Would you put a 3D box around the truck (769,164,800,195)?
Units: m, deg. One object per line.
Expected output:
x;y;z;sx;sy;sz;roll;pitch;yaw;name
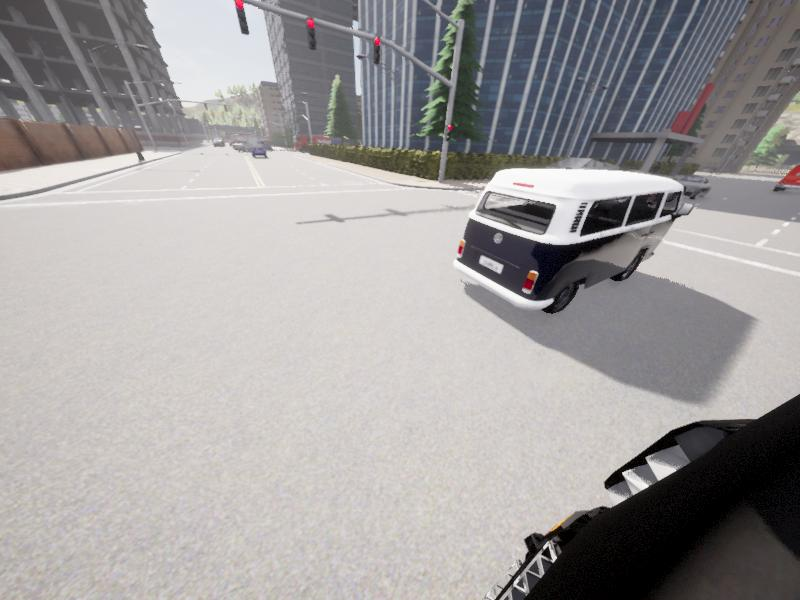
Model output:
41.128;-12.226;23.422;5.204;2.467;2.627;-16;38;-26;truck

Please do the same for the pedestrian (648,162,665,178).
35.605;-18.110;32.083;0.751;1.860;0.751;-16;38;-27;pedestrian

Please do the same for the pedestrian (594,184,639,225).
8.479;-3.763;9.075;0.751;1.300;0.751;-27;44;-37;pedestrian

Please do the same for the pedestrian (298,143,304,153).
-22.105;-33.811;51.480;0.751;1.860;0.751;27;40;31;pedestrian

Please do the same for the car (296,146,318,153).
-23.657;-38.390;58.801;4.718;1.301;1.895;-16;38;-27;car

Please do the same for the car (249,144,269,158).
-20.662;-21.727;33.728;2.007;1.525;4.514;-15;37;-25;car

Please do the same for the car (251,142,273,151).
-32.333;-35.923;54.182;3.988;1.617;1.851;-17;38;-27;car

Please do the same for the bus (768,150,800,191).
49.403;-15.370;27.220;10.273;4.253;3.944;-16;38;-26;bus

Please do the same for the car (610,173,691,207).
15.022;-6.672;13.856;4.193;1.474;1.816;-16;38;-26;car

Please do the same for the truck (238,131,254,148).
-45.494;-47.340;68.246;2.891;3.827;8.468;-16;38;-26;truck

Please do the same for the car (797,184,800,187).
58.688;-16.821;32.572;5.366;1.575;1.801;-16;38;-26;car

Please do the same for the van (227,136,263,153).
-29.975;-30.282;45.056;2.351;2.431;6.366;4;33;2;van

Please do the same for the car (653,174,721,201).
21.070;-8.343;16.958;4.181;1.385;1.994;-16;38;-27;car

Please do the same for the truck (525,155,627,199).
11.732;-8.233;15.380;6.274;2.098;2.390;-16;38;-26;truck

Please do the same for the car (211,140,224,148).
-48.192;-41.234;61.019;2.033;1.411;5.357;-16;38;-26;car

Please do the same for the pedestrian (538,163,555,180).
13.921;-12.246;22.007;0.751;1.300;0.751;-16;38;-26;pedestrian

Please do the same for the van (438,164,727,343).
3.276;-1.317;4.388;4.480;2.038;2.069;-16;38;-26;van

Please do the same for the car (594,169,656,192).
18.518;-9.882;19.003;4.674;1.442;1.812;-16;38;-26;car

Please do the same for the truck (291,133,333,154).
-21.209;-37.891;55.960;8.468;3.827;2.891;-16;38;-27;truck
